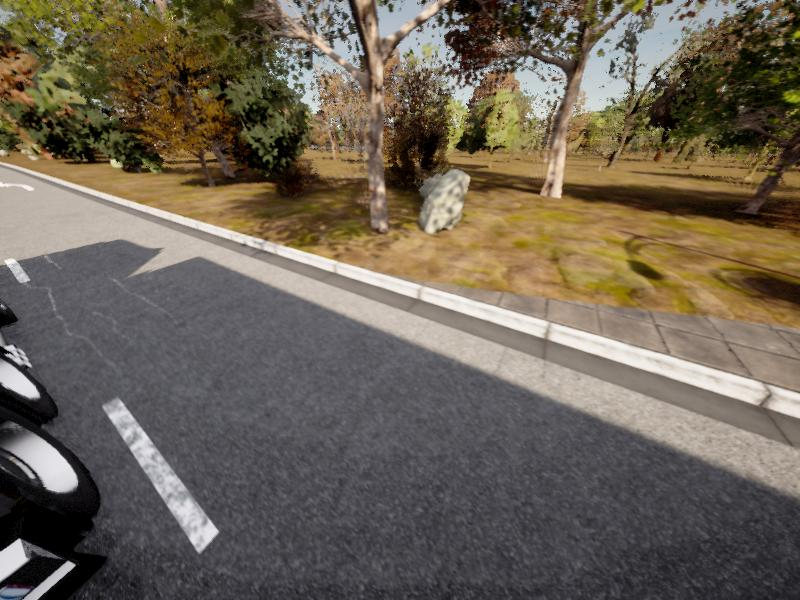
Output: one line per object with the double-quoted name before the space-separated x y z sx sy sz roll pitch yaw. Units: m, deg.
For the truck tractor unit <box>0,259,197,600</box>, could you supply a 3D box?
"truck tractor unit" -5.123 -0.283 0.802 6.516 4.208 3.053 18 40 25
